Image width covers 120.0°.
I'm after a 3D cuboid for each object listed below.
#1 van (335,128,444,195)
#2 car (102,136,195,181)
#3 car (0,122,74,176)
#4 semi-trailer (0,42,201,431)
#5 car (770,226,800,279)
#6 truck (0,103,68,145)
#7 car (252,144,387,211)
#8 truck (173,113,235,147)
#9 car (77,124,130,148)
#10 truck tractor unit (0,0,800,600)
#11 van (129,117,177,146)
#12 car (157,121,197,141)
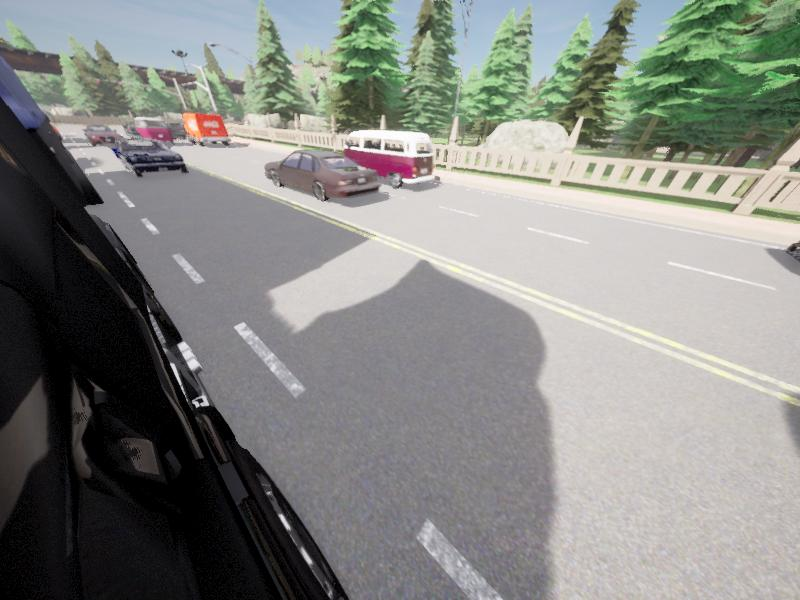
[{"bbox_3d":[-0.598,-6.533,10.639,4.480,2.038,2.069,29,44,30],"label":"van"},{"bbox_3d":[-11.911,-6.798,10.897,4.718,1.301,1.895,28,44,30],"label":"car"},{"bbox_3d":[-17.475,-7.175,10.761,5.238,1.638,1.930,28,44,30],"label":"car"},{"bbox_3d":[-8.693,-3.610,4.231,14.254,4.402,2.717,28,44,30],"label":"semi-trailer"},{"bbox_3d":[10.151,-0.555,3.792,3.806,1.475,1.970,28,44,30],"label":"car"},{"bbox_3d":[-30.205,-14.320,18.822,5.204,2.467,2.627,28,44,30],"label":"truck"},{"bbox_3d":[-3.156,-4.898,8.827,5.357,1.411,2.033,28,44,30],"label":"car"},{"bbox_3d":[-19.178,-16.658,22.627,5.204,2.467,2.627,28,43,30],"label":"truck"},{"bbox_3d":[-24.613,-13.622,19.154,4.181,1.385,1.994,28,44,30],"label":"car"},{"bbox_3d":[-2.645,-0.295,0.351,6.516,4.208,3.053,28,44,30],"label":"truck tractor unit"},{"bbox_3d":[-23.179,-15.851,21.703,4.442,1.987,1.775,28,44,30],"label":"van"},{"bbox_3d":[-26.877,-20.420,27.880,4.856,1.649,2.033,28,44,30],"label":"car"}]
